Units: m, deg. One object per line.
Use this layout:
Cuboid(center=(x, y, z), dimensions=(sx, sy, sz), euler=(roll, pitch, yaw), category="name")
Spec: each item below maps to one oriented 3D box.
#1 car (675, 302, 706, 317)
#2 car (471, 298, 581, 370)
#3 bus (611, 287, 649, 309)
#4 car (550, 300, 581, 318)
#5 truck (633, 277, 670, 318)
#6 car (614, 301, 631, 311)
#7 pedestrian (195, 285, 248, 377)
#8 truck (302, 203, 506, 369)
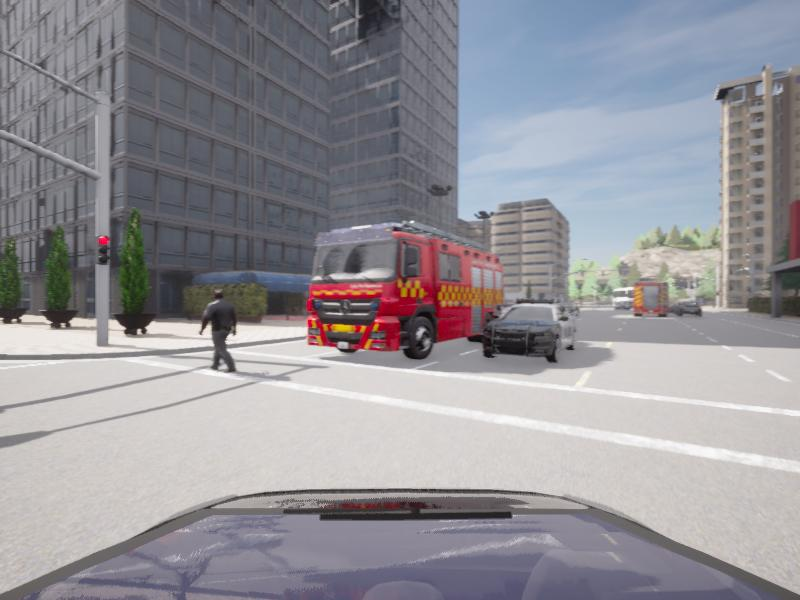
Cuboid(center=(30.010, 0.941, 41.480), dimensions=(2.128, 1.511, 4.902), euler=(0, 0, 31), category="car")
Cuboid(center=(3.964, 0.788, 11.856), dimensions=(1.930, 1.638, 5.238), euler=(0, 0, 31), category="car")
Cuboid(center=(46.530, -0.369, 81.388), dimensions=(3.944, 4.253, 10.273), euler=(0, 0, 14), category="bus")
Cuboid(center=(16.114, 0.841, 38.773), dimensions=(2.033, 1.649, 4.856), euler=(0, 0, 31), category="car")
Cuboid(center=(25.733, -0.228, 41.154), dimensions=(2.891, 3.827, 8.468), euler=(0, 0, 31), category="truck")
Cuboid(center=(37.913, 0.963, 68.122), dimensions=(2.242, 1.667, 4.611), euler=(0, 0, 31), category="car")
Cuboid(center=(-3.818, 0.630, 8.580), dimensions=(0.751, 1.860, 0.751), euler=(0, 0, 31), category="pedestrian")
Cuboid(center=(0.844, -0.312, 13.572), dimensions=(2.891, 3.827, 8.468), euler=(0, 0, 32), category="truck")
